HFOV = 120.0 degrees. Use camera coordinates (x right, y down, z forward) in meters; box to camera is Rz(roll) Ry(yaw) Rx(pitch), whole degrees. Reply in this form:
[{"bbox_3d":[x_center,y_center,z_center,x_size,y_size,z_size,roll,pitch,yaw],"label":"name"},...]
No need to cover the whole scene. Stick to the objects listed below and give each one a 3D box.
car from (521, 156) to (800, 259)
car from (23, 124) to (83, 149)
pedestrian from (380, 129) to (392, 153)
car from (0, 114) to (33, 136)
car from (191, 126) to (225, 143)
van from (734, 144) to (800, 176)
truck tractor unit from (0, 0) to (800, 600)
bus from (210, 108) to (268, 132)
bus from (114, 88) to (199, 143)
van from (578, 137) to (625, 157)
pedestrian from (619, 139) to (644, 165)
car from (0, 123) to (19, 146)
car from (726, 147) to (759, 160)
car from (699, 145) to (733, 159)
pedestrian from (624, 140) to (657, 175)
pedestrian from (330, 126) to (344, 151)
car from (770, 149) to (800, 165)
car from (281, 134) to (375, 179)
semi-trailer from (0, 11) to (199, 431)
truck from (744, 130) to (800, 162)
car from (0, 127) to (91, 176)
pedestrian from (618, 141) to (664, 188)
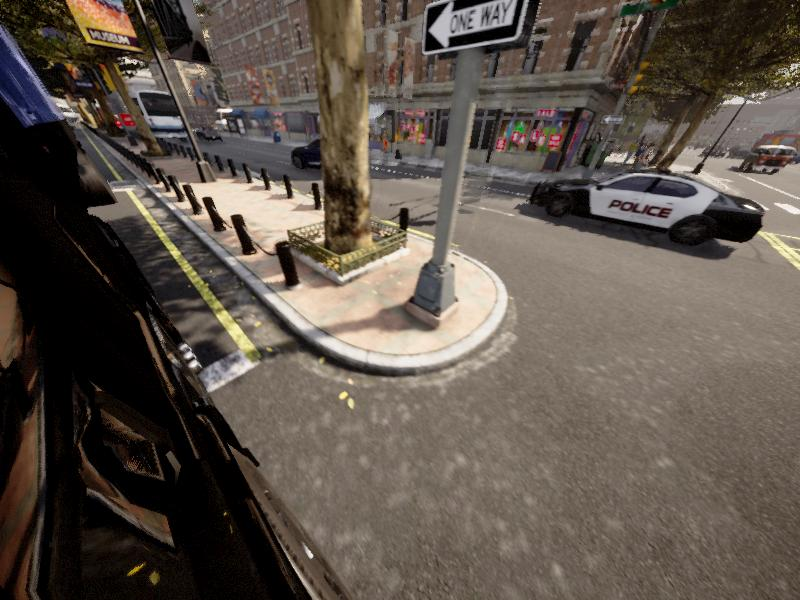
[{"bbox_3d":[6.736,-3.064,6.833,4.974,1.542,2.038,30,44,31],"label":"car"},{"bbox_3d":[-27.842,-13.297,18.690,5.357,1.411,2.033,29,44,31],"label":"car"},{"bbox_3d":[-1.337,-15.220,22.089,0.751,1.860,0.751,-30,47,-35],"label":"pedestrian"},{"bbox_3d":[-43.315,-19.432,25.616,3.866,1.878,1.905,29,44,31],"label":"car"},{"bbox_3d":[-22.976,-19.853,27.638,3.633,1.501,1.845,29,44,31],"label":"car"},{"bbox_3d":[32.851,-12.621,20.697,2.069,2.038,4.480,29,44,31],"label":"van"},{"bbox_3d":[-2.645,-0.295,0.351,6.516,4.208,3.053,28,44,30],"label":"truck tractor unit"},{"bbox_3d":[-39.093,-43.973,56.766,3.944,4.253,10.273,29,44,31],"label":"bus"},{"bbox_3d":[-27.934,-20.858,26.427,10.273,4.253,3.944,29,44,31],"label":"bus"},{"bbox_3d":[28.215,-21.598,32.499,1.775,1.987,4.442,-29,48,-35],"label":"van"},{"bbox_3d":[20.871,-13.368,20.870,0.751,1.860,0.751,24,42,26],"label":"pedestrian"},{"bbox_3d":[-32.220,-12.949,17.996,4.181,1.385,1.994,29,44,31],"label":"car"},{"bbox_3d":[55.532,-23.919,37.572,1.837,1.490,4.892,29,44,31],"label":"car"},{"bbox_3d":[50.317,-23.732,36.942,2.152,1.651,5.027,29,44,31],"label":"car"},{"bbox_3d":[15.924,-9.458,15.349,0.751,1.860,0.751,28,44,30],"label":"pedestrian"},{"bbox_3d":[-6.054,-15.537,22.245,0.751,1.860,0.751,24,42,26],"label":"pedestrian"},{"bbox_3d":[54.136,-19.885,32.045,1.789,1.549,3.705,29,44,31],"label":"car"},{"bbox_3d":[-4.021,-8.202,13.021,4.856,1.649,2.033,21,41,23],"label":"car"},{"bbox_3d":[-8.552,-3.689,4.383,14.254,4.402,2.717,30,45,31],"label":"semi-trailer"},{"bbox_3d":[60.824,-25.090,37.494,2.891,3.827,8.468,29,44,31],"label":"truck"},{"bbox_3d":[-17.133,-7.305,11.157,4.974,1.542,2.038,29,44,31],"label":"car"},{"bbox_3d":[11.721,-6.610,11.294,0.751,1.860,0.751,-29,47,-35],"label":"pedestrian"}]
